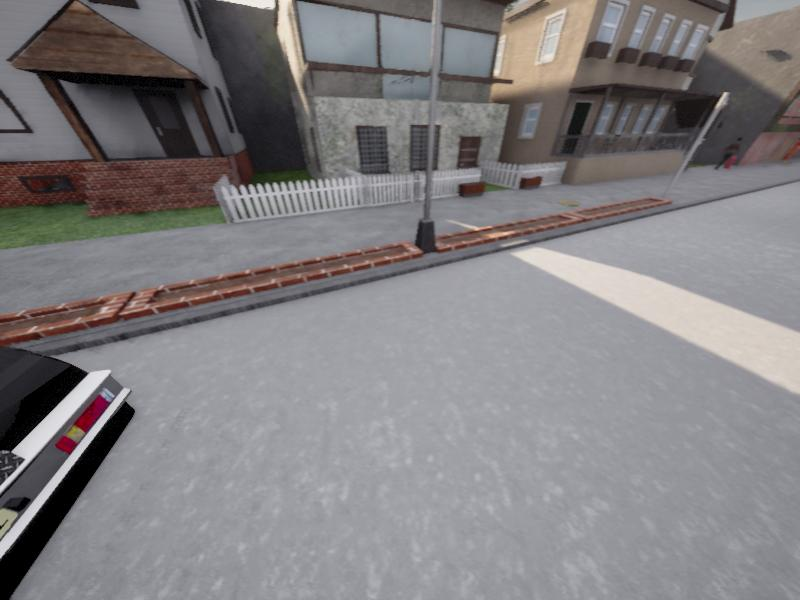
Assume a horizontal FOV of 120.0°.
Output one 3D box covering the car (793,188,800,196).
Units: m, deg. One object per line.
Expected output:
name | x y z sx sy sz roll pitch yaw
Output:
car | 19.541 -5.297 9.577 5.238 1.638 1.930 -16 38 -20

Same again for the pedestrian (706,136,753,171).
pedestrian | 21.422 -9.531 15.069 0.751 1.860 0.751 -12 37 -16

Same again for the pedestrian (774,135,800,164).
pedestrian | 31.058 -11.864 18.170 0.751 1.860 0.751 -15 38 -19
